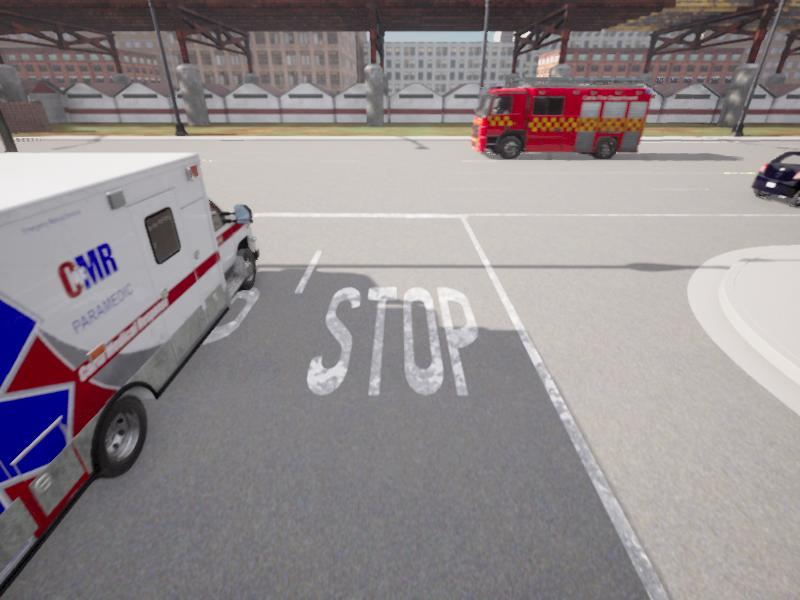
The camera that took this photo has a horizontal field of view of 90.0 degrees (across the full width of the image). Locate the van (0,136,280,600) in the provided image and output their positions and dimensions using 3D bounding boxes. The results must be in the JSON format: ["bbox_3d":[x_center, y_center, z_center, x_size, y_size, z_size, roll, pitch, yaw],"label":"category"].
[{"bbox_3d":[-3.496,-0.196,4.370,2.351,2.431,6.366,0,27,0],"label":"van"}]

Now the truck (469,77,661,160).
[{"bbox_3d":[8.309,-9.691,21.407,8.468,3.827,2.891,0,27,0],"label":"truck"}]

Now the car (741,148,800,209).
[{"bbox_3d":[13.457,-3.837,12.497,3.633,1.501,1.845,0,27,0],"label":"car"}]
